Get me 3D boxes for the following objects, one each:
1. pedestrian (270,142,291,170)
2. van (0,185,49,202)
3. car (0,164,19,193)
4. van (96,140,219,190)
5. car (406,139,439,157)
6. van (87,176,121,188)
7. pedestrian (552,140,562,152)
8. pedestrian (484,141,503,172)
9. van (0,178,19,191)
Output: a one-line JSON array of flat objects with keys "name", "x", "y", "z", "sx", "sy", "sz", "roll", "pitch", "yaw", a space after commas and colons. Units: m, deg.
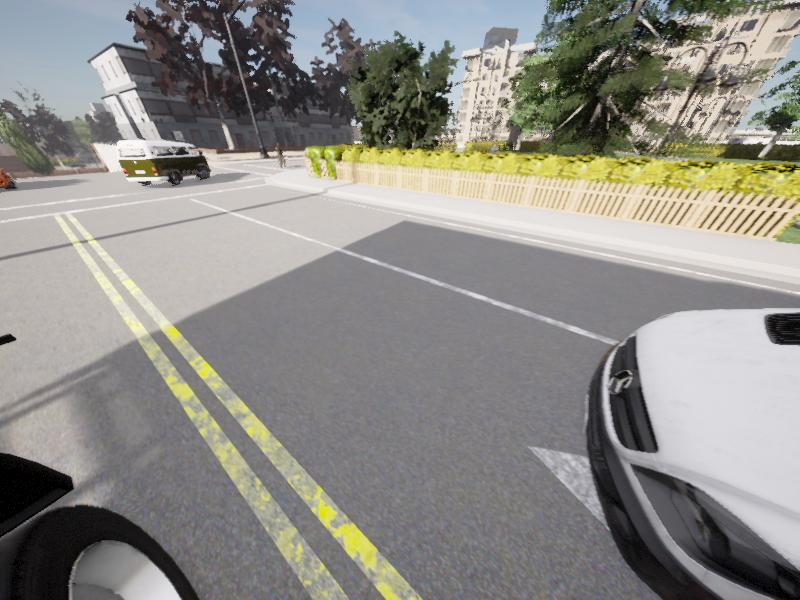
[{"name": "pedestrian", "x": -9.571, "y": -11.577, "z": 18.551, "sx": 0.751, "sy": 1.860, "sz": 0.751, "roll": 16, "pitch": 38, "yaw": 20}, {"name": "van", "x": -71.445, "y": -20.062, "z": 43.445, "sx": 6.366, "sy": 2.431, "sz": 2.351, "roll": 1, "pitch": 35, "yaw": 5}, {"name": "car", "x": -20.657, "y": -6.162, "z": 10.913, "sx": 4.553, "sy": 1.767, "sz": 2.097, "roll": 22, "pitch": 40, "yaw": 29}, {"name": "van", "x": -12.981, "y": -7.725, "z": 13.012, "sx": 2.069, "sy": 2.038, "sz": 4.480, "roll": -3, "pitch": 34, "yaw": -3}, {"name": "car", "x": 3.366, "y": -22.231, "z": 33.674, "sx": 2.150, "sy": 2.045, "sz": 5.566, "roll": 23, "pitch": 41, "yaw": 28}, {"name": "van", "x": -71.035, "y": -28.403, "z": 55.451, "sx": 1.775, "sy": 1.987, "sz": 4.442, "roll": 22, "pitch": 41, "yaw": 28}, {"name": "pedestrian", "x": 30.013, "y": -29.532, "z": 44.175, "sx": 0.751, "sy": 1.860, "sz": 0.751, "roll": -25, "pitch": 42, "yaw": -31}, {"name": "pedestrian", "x": 6.909, "y": -10.646, "z": 17.159, "sx": 0.751, "sy": 1.860, "sz": 0.751, "roll": 2, "pitch": 35, "yaw": 2}, {"name": "van", "x": -88.934, "y": -25.352, "z": 50.944, "sx": 2.069, "sy": 2.038, "sz": 4.480, "roll": 22, "pitch": 41, "yaw": 28}]
